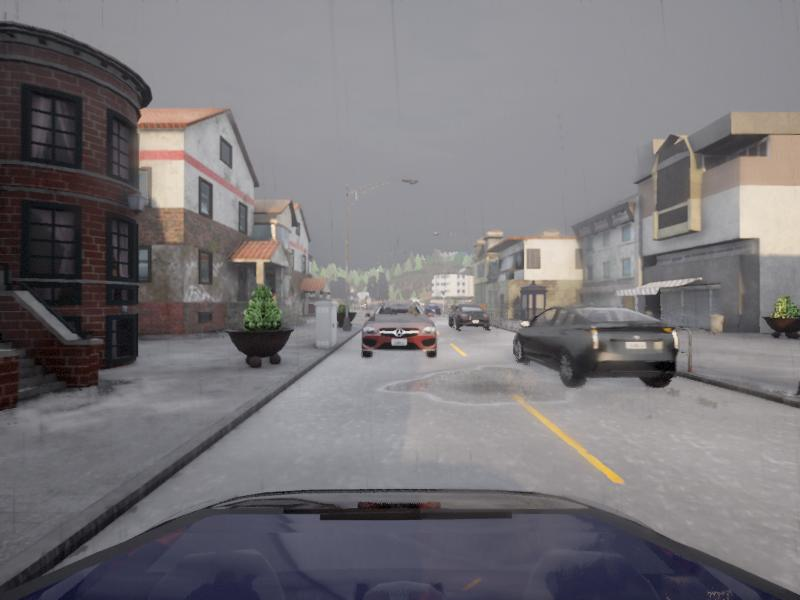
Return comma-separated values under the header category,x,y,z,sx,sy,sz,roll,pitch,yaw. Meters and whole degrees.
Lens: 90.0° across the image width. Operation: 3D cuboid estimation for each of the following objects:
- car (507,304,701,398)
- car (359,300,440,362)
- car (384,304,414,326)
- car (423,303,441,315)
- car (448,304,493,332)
category,x,y,z,sx,sy,sz,roll,pitch,yaw
car,3.976,0.873,8.869,2.007,1.525,4.514,0,0,0
car,-0.024,0.845,13.141,2.152,1.651,5.027,0,0,0
car,-0.053,1.035,29.740,2.033,1.411,5.357,0,0,0
car,3.918,1.099,49.358,1.812,1.442,4.674,0,0,0
car,3.958,0.980,23.244,1.812,1.442,4.674,0,0,0
